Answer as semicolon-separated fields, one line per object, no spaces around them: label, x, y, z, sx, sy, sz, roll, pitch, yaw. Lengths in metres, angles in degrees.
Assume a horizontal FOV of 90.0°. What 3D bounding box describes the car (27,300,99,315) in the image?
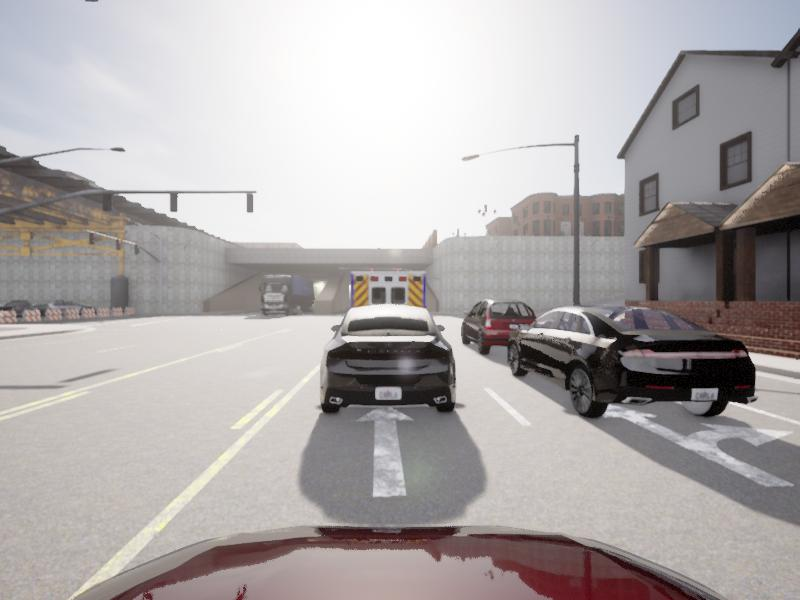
car;-30.092;0.611;35.902;1.853;1.218;4.536;0;0;27

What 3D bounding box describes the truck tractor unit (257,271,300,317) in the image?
truck tractor unit;-11.960;-0.546;39.980;3.053;4.208;6.516;0;0;-7

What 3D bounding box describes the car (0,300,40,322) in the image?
car;-29.116;0.773;30.609;2.038;1.542;4.974;0;0;-38

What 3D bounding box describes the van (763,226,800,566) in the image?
van;3.492;0.569;0.426;2.069;2.038;4.480;0;0;-2

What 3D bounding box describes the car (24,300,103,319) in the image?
car;-30.069;0.769;35.949;2.038;1.542;4.974;0;0;27

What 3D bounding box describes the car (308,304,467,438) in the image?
car;-0.209;0.839;7.073;1.837;1.490;4.892;0;0;-2

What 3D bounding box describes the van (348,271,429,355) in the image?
van;-0.436;0.367;14.772;2.351;2.431;6.366;0;0;-2

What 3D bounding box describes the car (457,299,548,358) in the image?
car;3.116;0.779;13.044;1.851;1.617;3.988;0;0;-2

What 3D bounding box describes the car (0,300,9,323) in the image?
car;-28.966;0.776;26.003;2.038;1.542;4.974;0;0;42

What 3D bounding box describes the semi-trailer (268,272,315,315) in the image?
semi-trailer;-12.587;-0.652;47.866;2.717;4.402;14.254;0;0;-4

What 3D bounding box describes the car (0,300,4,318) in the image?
car;-29.000;0.618;25.964;1.853;1.218;4.536;0;0;42

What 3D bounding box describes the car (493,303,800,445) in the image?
car;3.293;0.831;6.852;2.128;1.511;4.902;0;0;-2
